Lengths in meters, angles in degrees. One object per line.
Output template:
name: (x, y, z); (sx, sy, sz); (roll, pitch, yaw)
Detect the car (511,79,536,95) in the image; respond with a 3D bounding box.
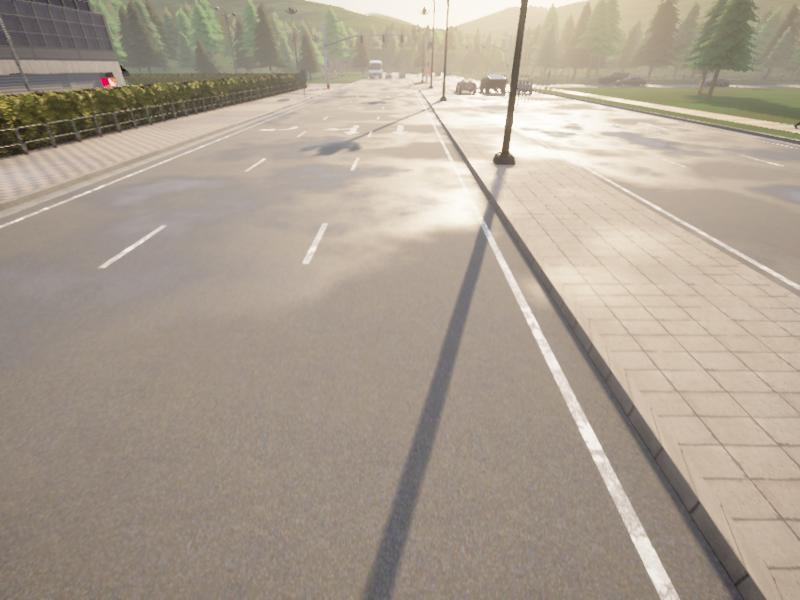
car: (15.410, -26.868, 50.313); (1.851, 1.617, 3.988); (0, 30, 0)

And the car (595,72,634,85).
car: (38.920, -40.256, 72.787); (5.566, 2.045, 2.150); (0, 30, 1)

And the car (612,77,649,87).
car: (38.525, -36.491, 66.885); (4.892, 1.490, 1.837); (0, 30, 1)

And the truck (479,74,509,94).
truck: (11.913, -27.736, 51.303); (2.390, 2.098, 6.274); (0, 30, 0)

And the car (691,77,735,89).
car: (49.789, -34.605, 63.740); (4.902, 1.511, 2.128); (0, 30, 1)

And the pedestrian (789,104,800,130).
pedestrian: (20.953, -9.689, 20.380); (0.751, 1.860, 0.751); (1, 30, 1)

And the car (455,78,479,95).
car: (8.409, -27.126, 50.729); (2.152, 1.651, 5.027); (0, 30, 0)
